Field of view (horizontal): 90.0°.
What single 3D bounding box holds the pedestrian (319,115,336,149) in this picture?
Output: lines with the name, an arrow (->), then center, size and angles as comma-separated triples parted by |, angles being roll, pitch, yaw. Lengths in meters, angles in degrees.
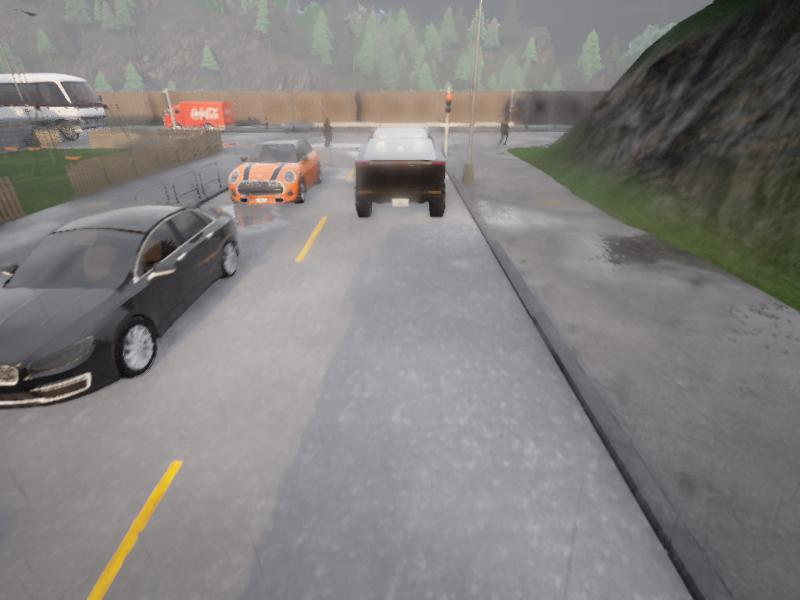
pedestrian -> -4.365, -10.097, 24.064 | 0.751, 1.860, 0.751 | 0, 27, 0

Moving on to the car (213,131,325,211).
car -> -3.970, -4.412, 13.189 | 2.097, 1.767, 4.553 | 0, 27, 0

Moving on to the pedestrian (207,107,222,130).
pedestrian -> -16.779, -16.489, 36.255 | 0.751, 1.860, 0.751 | -7, 28, -13

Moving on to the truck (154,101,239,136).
truck -> -16.506, -14.872, 32.750 | 5.204, 2.467, 2.627 | 0, 27, 0

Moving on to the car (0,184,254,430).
car -> -3.994, -0.462, 5.878 | 1.837, 1.490, 4.892 | 0, 27, 0

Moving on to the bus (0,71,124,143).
bus -> -26.945, -13.859, 28.915 | 10.273, 4.253, 3.944 | -1, 27, 1

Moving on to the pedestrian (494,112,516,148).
pedestrian -> 6.263, -10.146, 23.866 | 0.751, 1.860, 0.751 | 24, 36, 38

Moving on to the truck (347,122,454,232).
truck -> 0.012, -4.063, 12.166 | 2.390, 2.098, 6.274 | 0, 27, 0
